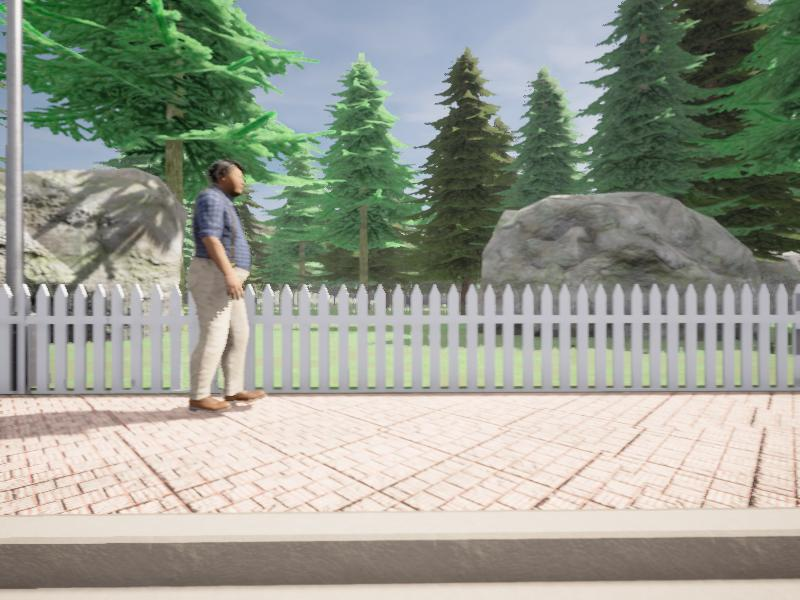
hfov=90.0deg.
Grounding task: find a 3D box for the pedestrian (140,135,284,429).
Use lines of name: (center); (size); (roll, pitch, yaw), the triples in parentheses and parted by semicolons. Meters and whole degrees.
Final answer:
pedestrian: (-1.309, -0.113, 2.944); (0.751, 1.860, 0.751); (0, 0, -6)
